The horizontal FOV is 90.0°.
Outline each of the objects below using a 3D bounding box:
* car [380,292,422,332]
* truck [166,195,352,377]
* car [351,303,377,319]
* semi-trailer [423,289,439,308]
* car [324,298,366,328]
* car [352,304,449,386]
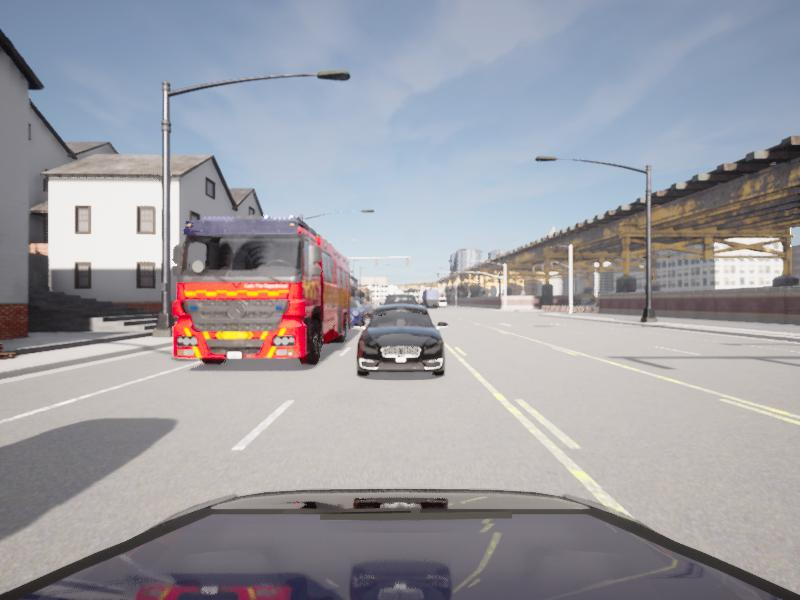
[{"bbox_3d":[0.050,0.651,23.246,2.150,2.045,5.566,0,-1,0],"label":"car"},{"bbox_3d":[-3.478,-0.275,12.659,2.891,3.827,8.468,0,0,0],"label":"truck"},{"bbox_3d":[-3.411,1.037,38.938,2.033,1.411,5.357,0,0,0],"label":"car"},{"bbox_3d":[7.202,-0.288,95.686,2.717,4.402,14.254,0,0,0],"label":"semi-trailer"},{"bbox_3d":[-3.443,0.789,25.816,2.097,1.767,4.553,0,0,0],"label":"car"},{"bbox_3d":[0.022,0.875,10.019,1.837,1.490,4.892,0,0,0],"label":"car"}]
